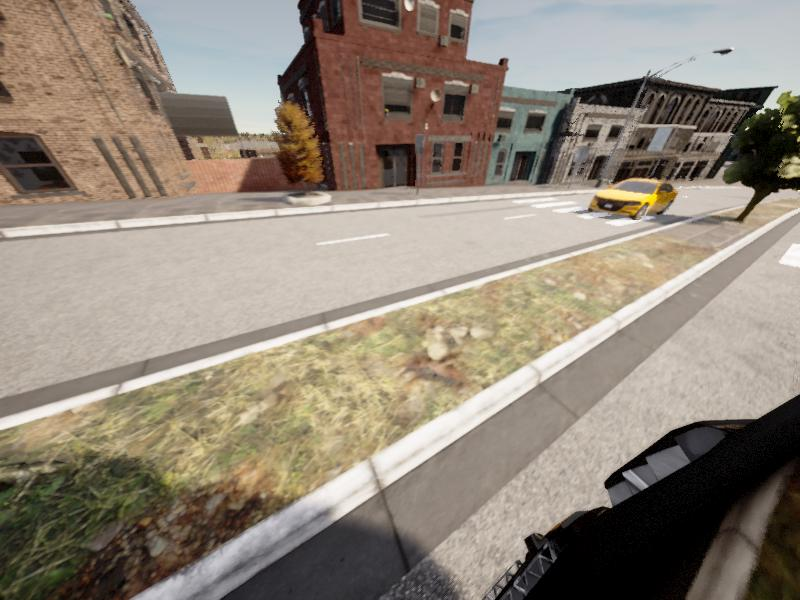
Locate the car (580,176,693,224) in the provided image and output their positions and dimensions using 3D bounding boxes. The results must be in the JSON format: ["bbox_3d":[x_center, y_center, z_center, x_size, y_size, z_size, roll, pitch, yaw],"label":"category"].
[{"bbox_3d":[11.084,-4.839,10.822,5.008,1.535,1.882,-15,38,-26],"label":"car"}]
